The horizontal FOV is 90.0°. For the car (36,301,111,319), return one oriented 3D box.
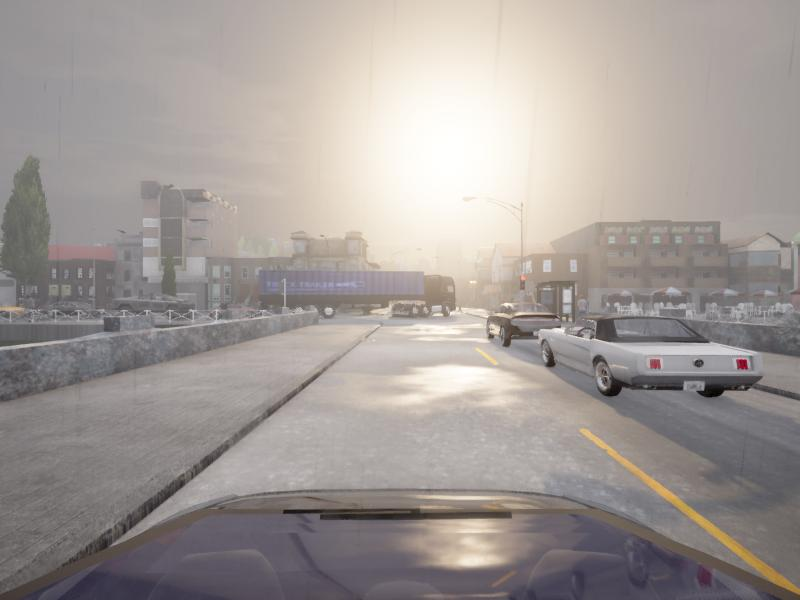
[{"bbox_3d":[-28.550,0.836,35.105,4.902,1.511,2.128,0,0,2],"label":"car"}]

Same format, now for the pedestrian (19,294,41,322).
[{"bbox_3d":[-24.828,0.547,26.838,0.751,1.860,0.751,0,0,2],"label":"pedestrian"}]

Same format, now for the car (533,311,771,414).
[{"bbox_3d":[4.303,0.944,7.966,1.895,1.301,4.718,0,0,2],"label":"car"}]

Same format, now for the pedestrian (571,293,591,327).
[{"bbox_3d":[10.024,0.533,22.175,0.751,1.860,0.751,0,0,2],"label":"pedestrian"}]

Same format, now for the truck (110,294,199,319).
[{"bbox_3d":[-21.283,0.542,34.862,6.274,2.098,2.390,0,0,2],"label":"truck"}]

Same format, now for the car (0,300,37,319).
[{"bbox_3d":[-35.539,0.801,35.340,5.366,1.575,1.801,0,0,2],"label":"car"}]

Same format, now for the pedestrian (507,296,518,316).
[{"bbox_3d":[10.759,0.533,38.238,0.751,1.860,0.751,0,0,-35],"label":"pedestrian"}]

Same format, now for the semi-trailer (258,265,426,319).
[{"bbox_3d":[-4.946,-0.619,35.475,14.254,4.402,2.717,0,0,-12],"label":"semi-trailer"}]

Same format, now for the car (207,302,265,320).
[{"bbox_3d":[-13.919,0.919,34.175,4.181,1.385,1.994,0,0,-10],"label":"car"}]

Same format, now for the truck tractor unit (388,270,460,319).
[{"bbox_3d":[2.348,-0.522,38.030,6.516,4.208,3.053,-1,0,-41],"label":"truck tractor unit"}]

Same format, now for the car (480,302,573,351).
[{"bbox_3d":[4.438,0.836,14.911,2.128,1.511,4.902,0,0,3],"label":"car"}]
